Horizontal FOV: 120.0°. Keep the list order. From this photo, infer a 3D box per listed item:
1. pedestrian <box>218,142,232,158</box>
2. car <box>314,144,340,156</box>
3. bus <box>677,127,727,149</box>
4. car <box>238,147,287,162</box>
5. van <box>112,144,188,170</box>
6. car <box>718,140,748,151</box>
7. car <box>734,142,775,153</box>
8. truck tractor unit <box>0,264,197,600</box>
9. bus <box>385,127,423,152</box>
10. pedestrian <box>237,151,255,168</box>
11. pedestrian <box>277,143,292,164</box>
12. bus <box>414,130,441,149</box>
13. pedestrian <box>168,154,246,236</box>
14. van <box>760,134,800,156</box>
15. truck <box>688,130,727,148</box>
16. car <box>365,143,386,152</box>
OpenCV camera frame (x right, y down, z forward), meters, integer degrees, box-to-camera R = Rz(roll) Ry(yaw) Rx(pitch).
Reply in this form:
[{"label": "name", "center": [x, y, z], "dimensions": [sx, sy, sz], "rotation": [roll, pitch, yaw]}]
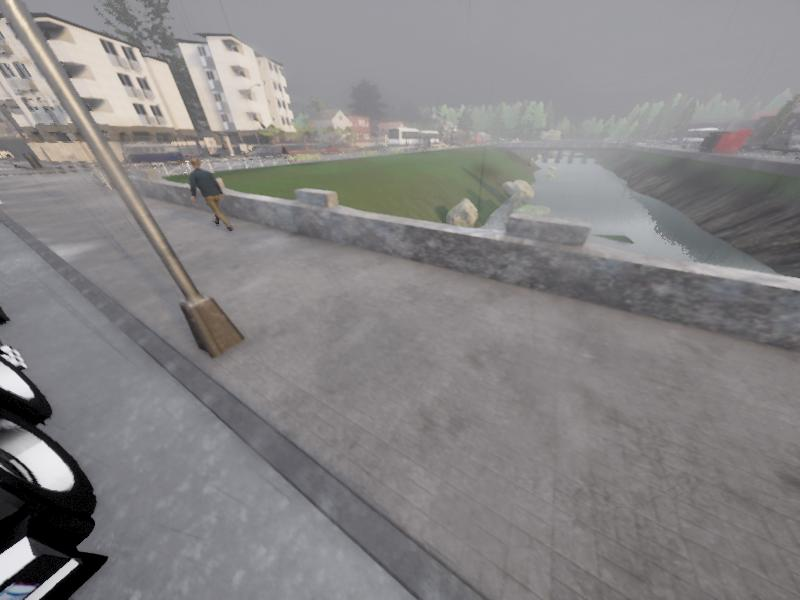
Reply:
[{"label": "pedestrian", "center": [-24.740, -21.242, 32.634], "dimensions": [0.751, 1.860, 0.751], "rotation": [18, 39, 24]}, {"label": "car", "center": [-12.624, -26.111, 40.174], "dimensions": [1.851, 1.617, 3.988], "rotation": [18, 39, 24]}, {"label": "bus", "center": [78.323, -42.318, 60.391], "dimensions": [3.944, 4.253, 10.273], "rotation": [18, 39, 24]}, {"label": "car", "center": [-18.689, -20.001, 31.638], "dimensions": [2.033, 1.411, 5.357], "rotation": [18, 39, 24]}, {"label": "van", "center": [-24.651, -14.330, 23.025], "dimensions": [1.775, 1.987, 4.442], "rotation": [18, 39, 24]}, {"label": "car", "center": [68.872, -32.080, 47.861], "dimensions": [1.905, 1.878, 3.866], "rotation": [18, 39, 24]}, {"label": "car", "center": [65.061, -28.154, 42.547], "dimensions": [2.242, 1.667, 4.611], "rotation": [18, 39, 24]}, {"label": "truck tractor unit", "center": [-5.113, -0.298, 0.782], "dimensions": [6.516, 4.208, 3.053], "rotation": [18, 39, 24]}, {"label": "bus", "center": [1.091, -36.384, 52.499], "dimensions": [3.944, 4.253, 10.273], "rotation": [18, 39, 24]}, {"label": "pedestrian", "center": [-14.692, -13.463, 22.080], "dimensions": [0.751, 1.300, 0.751], "rotation": [19, 39, 25]}, {"label": "pedestrian", "center": [-12.535, -15.936, 25.122], "dimensions": [0.751, 1.860, 0.751], "rotation": [19, 39, 26]}, {"label": "bus", "center": [8.221, -47.761, 68.765], "dimensions": [3.944, 4.253, 10.273], "rotation": [18, 39, 24]}, {"label": "pedestrian", "center": [-5.078, -2.803, 6.209], "dimensions": [0.751, 1.860, 0.751], "rotation": [18, 39, 24]}, {"label": "van", "center": [60.750, -24.297, 36.150], "dimensions": [1.988, 2.561, 5.915], "rotation": [18, 40, 24]}, {"label": "truck", "center": [85.711, -45.043, 64.617], "dimensions": [2.891, 3.827, 8.468], "rotation": [18, 39, 24]}, {"label": "car", "center": [-5.255, -33.440, 50.606], "dimensions": [1.930, 1.638, 5.238], "rotation": [18, 39, 24]}]
